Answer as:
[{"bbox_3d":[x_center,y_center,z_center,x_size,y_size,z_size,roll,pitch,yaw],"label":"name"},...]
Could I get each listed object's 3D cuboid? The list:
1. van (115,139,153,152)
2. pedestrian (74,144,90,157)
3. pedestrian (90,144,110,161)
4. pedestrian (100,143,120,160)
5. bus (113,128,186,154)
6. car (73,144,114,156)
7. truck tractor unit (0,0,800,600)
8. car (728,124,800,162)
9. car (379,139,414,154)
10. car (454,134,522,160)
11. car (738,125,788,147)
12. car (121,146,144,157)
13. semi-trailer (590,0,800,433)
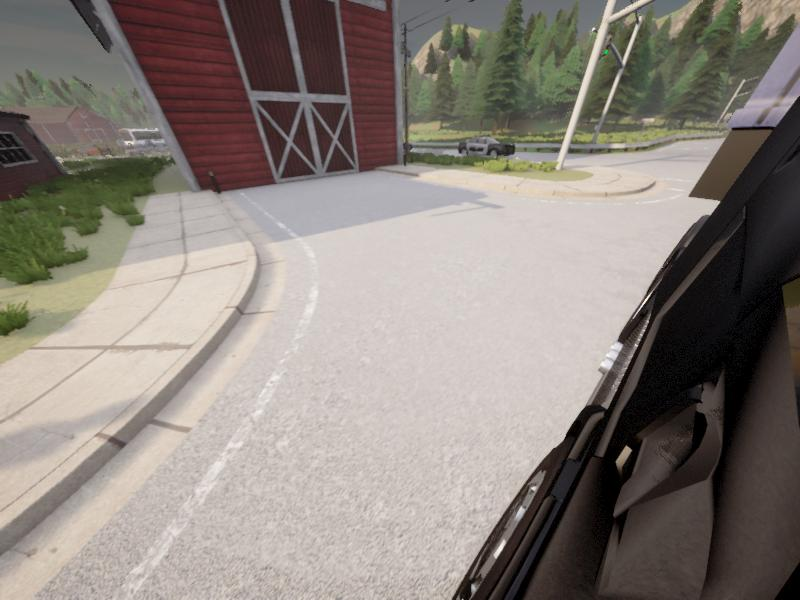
[{"bbox_3d":[-69.875,-40.881,60.936,5.915,2.561,1.988,-27,43,-30],"label":"van"},{"bbox_3d":[-57.764,-27.209,41.973,0.751,1.860,0.751,-28,44,-31],"label":"pedestrian"},{"bbox_3d":[-39.589,-19.490,30.487,0.751,1.860,0.751,-27,43,-30],"label":"pedestrian"},{"bbox_3d":[-39.419,-20.169,31.403,0.751,1.860,0.751,22,43,29],"label":"pedestrian"},{"bbox_3d":[-56.143,-36.286,52.527,3.944,4.253,10.273,5,37,10],"label":"bus"},{"bbox_3d":[-63.017,-30.853,47.577,4.553,1.767,2.097,-27,43,-30],"label":"car"},{"bbox_3d":[2.645,-0.295,0.351,6.516,4.208,3.053,-28,44,-30],"label":"truck tractor unit"},{"bbox_3d":[23.514,-10.123,14.797,4.611,1.667,2.242,-28,43,-30],"label":"car"},{"bbox_3d":[-0.488,-19.171,28.752,1.895,1.301,4.718,-27,43,-30],"label":"car"},{"bbox_3d":[7.573,-13.608,20.452,1.930,1.638,5.238,-27,43,-30],"label":"car"},{"bbox_3d":[32.950,-14.967,21.053,4.193,1.474,1.816,-27,43,-30],"label":"car"},{"bbox_3d":[-46.223,-25.736,39.968,1.816,1.474,4.193,-27,43,-30],"label":"car"},{"bbox_3d":[9.273,-3.095,3.629,14.254,4.402,2.717,-21,40,-23],"label":"semi-trailer"}]
